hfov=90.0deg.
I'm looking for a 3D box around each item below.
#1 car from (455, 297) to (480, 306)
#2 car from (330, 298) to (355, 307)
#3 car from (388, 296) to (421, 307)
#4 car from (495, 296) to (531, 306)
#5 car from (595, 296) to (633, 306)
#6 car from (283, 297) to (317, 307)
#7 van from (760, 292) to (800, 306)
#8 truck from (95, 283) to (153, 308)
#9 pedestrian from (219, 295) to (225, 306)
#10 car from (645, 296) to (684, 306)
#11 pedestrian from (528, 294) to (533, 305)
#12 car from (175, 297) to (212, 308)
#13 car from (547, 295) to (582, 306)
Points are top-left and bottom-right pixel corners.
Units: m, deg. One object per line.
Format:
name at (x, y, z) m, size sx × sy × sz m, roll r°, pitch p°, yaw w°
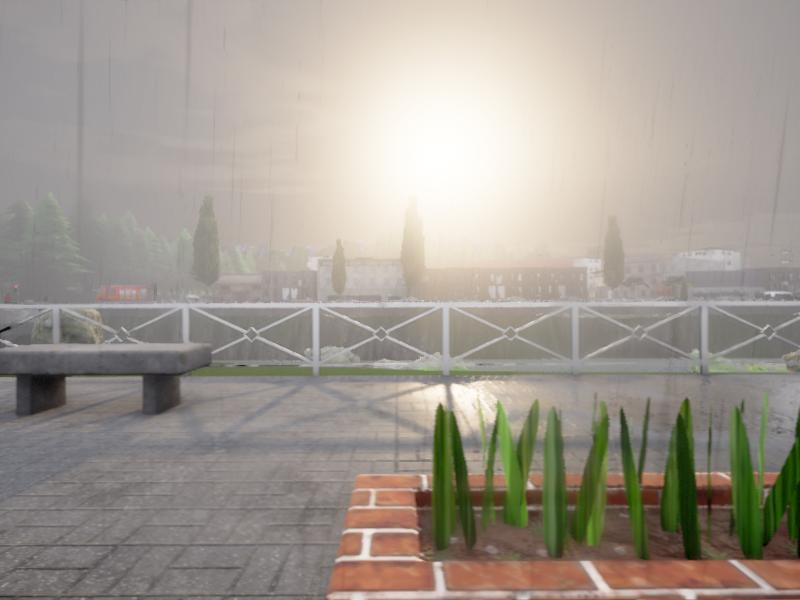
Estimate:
car at (10.826, 0.268, 64.370) m, size 3.806 × 1.475 × 1.970 m, roll 0°, pitch 0°, yaw 0°
car at (-9.244, 0.352, 64.342) m, size 3.806 × 1.475 × 1.970 m, roll 0°, pitch 0°, yaw 0°
car at (0.784, 0.228, 64.360) m, size 5.238 × 1.638 × 1.930 m, roll 0°, pitch 0°, yaw 0°
car at (18.121, 0.156, 64.385) m, size 5.238 × 1.638 × 1.930 m, roll 0°, pitch 0°, yaw 0°
car at (34.433, 0.113, 64.413) m, size 4.974 × 1.542 × 2.038 m, roll 0°, pitch 0°, yaw 0°
car at (-16.046, 0.308, 64.331) m, size 5.027 × 1.651 × 2.152 m, roll 0°, pitch 0°, yaw 0°
van at (57.627, -0.210, 60.450) m, size 4.480 × 2.038 × 2.069 m, roll 0°, pitch 0°, yaw 0°
truck at (-44.349, -0.679, 64.373) m, size 8.468 × 3.827 × 2.891 m, roll 0°, pitch 0°, yaw 16°
pedestrian at (-30.654, 0.126, 68.905) m, size 0.751 × 1.860 × 0.751 m, roll 0°, pitch 0°, yaw 18°
car at (42.539, 0.106, 64.425) m, size 5.008 × 1.535 × 1.882 m, roll 0°, pitch 0°, yaw 0°
pedestrian at (23.321, -0.083, 71.513) m, size 0.751 × 1.860 × 0.751 m, roll 0°, pitch 0°, yaw 0°
car at (-33.129, 0.378, 64.307) m, size 4.856 × 1.649 × 2.033 m, roll 0°, pitch 0°, yaw 0°
car at (26.464, 0.118, 64.400) m, size 4.856 × 1.649 × 2.033 m, roll 0°, pitch 0°, yaw 0°
